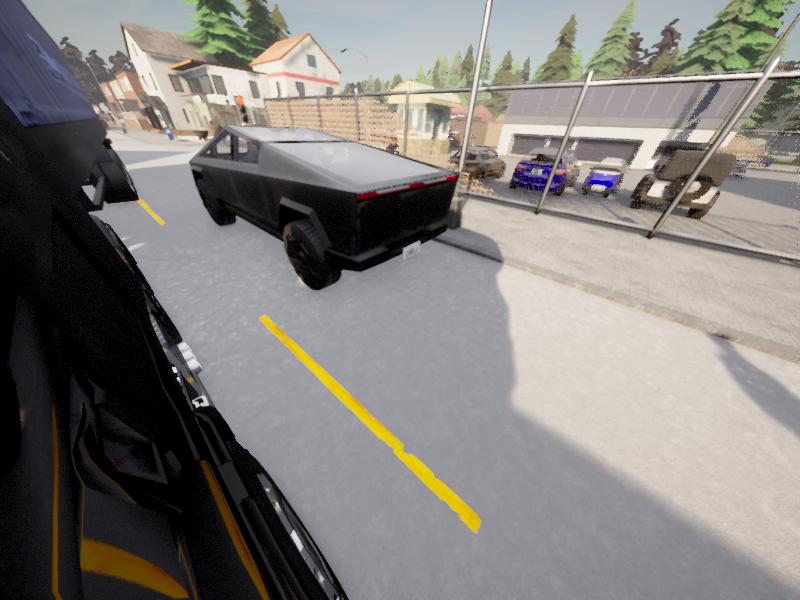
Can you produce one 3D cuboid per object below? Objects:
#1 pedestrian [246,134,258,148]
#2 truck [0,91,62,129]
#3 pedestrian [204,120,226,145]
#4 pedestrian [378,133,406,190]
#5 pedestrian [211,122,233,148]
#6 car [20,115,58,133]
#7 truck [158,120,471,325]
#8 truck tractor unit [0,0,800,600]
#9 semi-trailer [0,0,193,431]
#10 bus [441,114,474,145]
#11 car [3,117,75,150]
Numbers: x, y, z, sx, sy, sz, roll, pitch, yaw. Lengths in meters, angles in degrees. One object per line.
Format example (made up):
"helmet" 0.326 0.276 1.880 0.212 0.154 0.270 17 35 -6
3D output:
"pedestrian" -14.029 -15.075 21.874 0.500 1.100 0.500 8 37 7
"truck" -52.132 -26.896 32.915 8.468 3.827 2.891 28 44 30
"pedestrian" -17.365 -15.717 21.707 0.751 1.860 0.751 25 42 27
"pedestrian" -0.316 -5.504 9.205 0.751 1.860 0.751 24 42 26
"pedestrian" -15.985 -14.835 20.793 0.751 1.860 0.751 28 44 30
"car" -43.057 -21.062 27.620 3.705 1.549 1.789 28 44 30
"truck" -2.161 -2.312 4.843 6.274 2.098 2.390 29 44 30
"truck tractor unit" -2.645 -0.295 0.351 6.516 4.208 3.053 28 44 30
"semi-trailer" -8.258 -3.882 4.603 2.717 4.402 14.254 -29 47 -35
"bus" 10.797 -33.305 45.205 3.944 4.253 10.273 3 37 0
"car" -25.755 -11.892 16.455 5.238 1.638 1.930 25 42 27
